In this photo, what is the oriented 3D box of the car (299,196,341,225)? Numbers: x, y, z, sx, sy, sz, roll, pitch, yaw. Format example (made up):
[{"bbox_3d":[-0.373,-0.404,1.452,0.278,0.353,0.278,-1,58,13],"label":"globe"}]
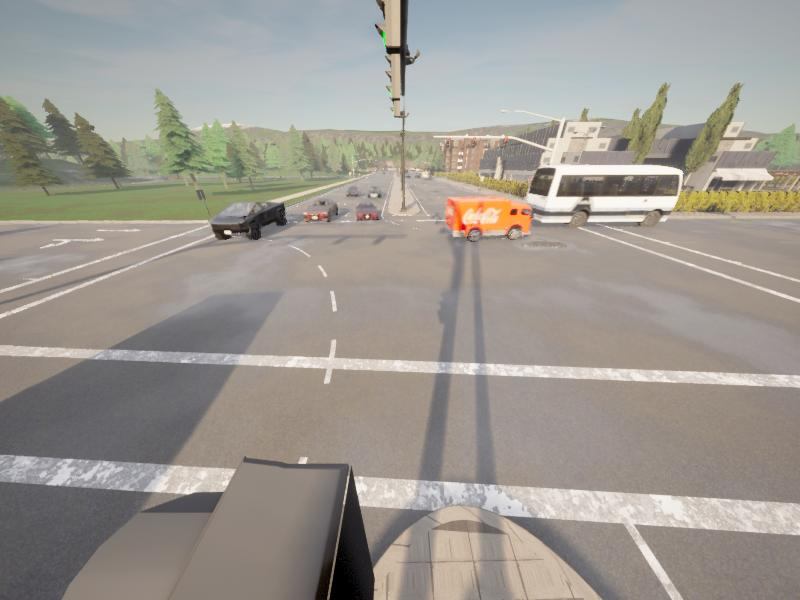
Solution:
[{"bbox_3d":[-7.020,-8.231,20.941,2.152,1.651,5.027,0,30,-1],"label":"car"}]

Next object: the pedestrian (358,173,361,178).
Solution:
[{"bbox_3d":[-16.428,-50.686,93.883,0.751,1.860,0.751,2,30,3],"label":"pedestrian"}]

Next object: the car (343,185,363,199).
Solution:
[{"bbox_3d":[-7.301,-17.094,36.383,2.038,1.542,4.974,0,30,-1],"label":"car"}]

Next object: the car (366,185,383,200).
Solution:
[{"bbox_3d":[-3.772,-16.213,34.759,2.033,1.649,4.856,0,30,-1],"label":"car"}]

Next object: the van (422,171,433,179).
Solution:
[{"bbox_3d":[11.051,-50.035,92.533,2.351,2.431,6.366,13,32,21],"label":"van"}]

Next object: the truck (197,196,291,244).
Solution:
[{"bbox_3d":[-10.441,-5.918,16.457,2.390,2.098,6.274,0,30,-1],"label":"truck"}]

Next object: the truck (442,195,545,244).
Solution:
[{"bbox_3d":[5.708,-5.277,14.978,5.204,2.467,2.627,-2,30,-4],"label":"truck"}]

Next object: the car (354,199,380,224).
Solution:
[{"bbox_3d":[-3.061,-8.147,21.047,1.994,1.385,4.181,-5,30,-8],"label":"car"}]

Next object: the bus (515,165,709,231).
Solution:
[{"bbox_3d":[15.551,-8.126,18.131,10.273,4.253,3.944,-1,30,-1],"label":"bus"}]
